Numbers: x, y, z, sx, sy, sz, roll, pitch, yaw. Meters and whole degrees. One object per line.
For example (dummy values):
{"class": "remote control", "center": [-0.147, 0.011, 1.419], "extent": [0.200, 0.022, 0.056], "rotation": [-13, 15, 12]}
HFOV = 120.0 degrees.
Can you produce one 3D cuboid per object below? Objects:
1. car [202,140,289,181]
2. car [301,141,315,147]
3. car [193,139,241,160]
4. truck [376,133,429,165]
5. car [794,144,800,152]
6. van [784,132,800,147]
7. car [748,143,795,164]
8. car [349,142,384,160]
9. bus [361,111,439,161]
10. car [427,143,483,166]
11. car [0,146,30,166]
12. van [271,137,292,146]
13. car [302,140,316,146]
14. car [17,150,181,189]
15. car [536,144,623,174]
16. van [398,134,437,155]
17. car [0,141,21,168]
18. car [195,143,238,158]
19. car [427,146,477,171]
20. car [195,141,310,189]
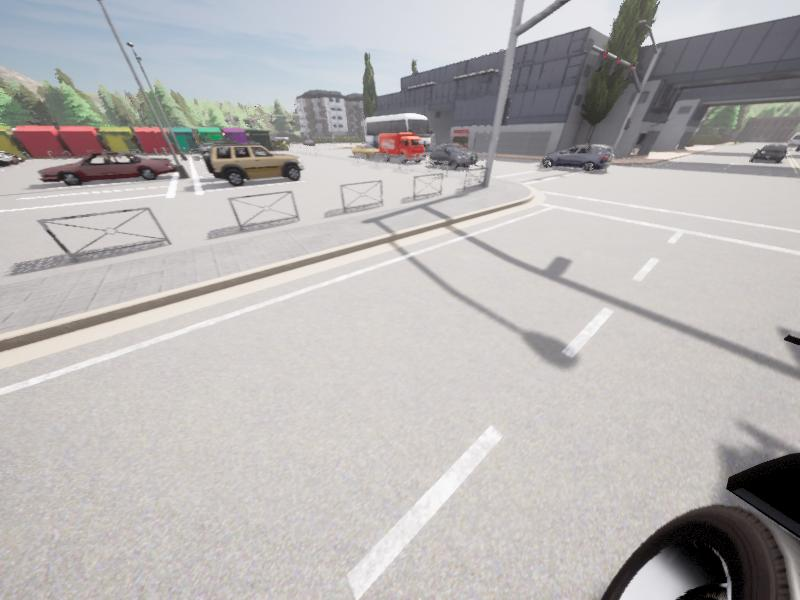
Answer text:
{"class": "car", "center": [-9.392, -8.712, 14.312], "extent": [3.866, 1.878, 1.905], "rotation": [-24, 42, -30]}
{"class": "car", "center": [-24.240, -41.315, 61.046], "extent": [1.895, 1.301, 4.718], "rotation": [-23, 41, -28]}
{"class": "car", "center": [-21.305, -17.711, 27.048], "extent": [3.866, 1.878, 1.905], "rotation": [-24, 42, -30]}
{"class": "truck", "center": [0.158, -15.341, 23.340], "extent": [2.627, 2.467, 5.204], "rotation": [-23, 41, -29]}
{"class": "car", "center": [63.875, -23.927, 36.009], "extent": [4.181, 1.385, 1.994], "rotation": [-24, 42, -30]}
{"class": "van", "center": [87.144, -35.131, 50.608], "extent": [5.915, 2.561, 1.988], "rotation": [-24, 42, -30]}
{"class": "car", "center": [36.198, -14.337, 22.561], "extent": [4.892, 1.490, 1.837], "rotation": [-24, 42, -29]}
{"class": "car", "center": [-4.205, -18.462, 28.526], "extent": [1.801, 1.575, 5.366], "rotation": [-23, 41, -28]}
{"class": "bus", "center": [-0.433, -20.115, 28.526], "extent": [3.944, 4.253, 10.273], "rotation": [-23, 41, -28]}
{"class": "car", "center": [5.255, -14.398, 22.716], "extent": [2.152, 1.651, 5.027], "rotation": [-24, 42, -30]}
{"class": "car", "center": [-36.937, -12.702, 20.446], "extent": [3.905, 1.438, 1.784], "rotation": [-24, 42, -30]}
{"class": "van", "center": [-33.924, -45.478, 66.333], "extent": [4.480, 2.038, 2.069], "rotation": [5, 36, 7]}
{"class": "car", "center": [-27.313, -47.282, 69.374], "extent": [2.033, 1.411, 5.357], "rotation": [-23, 41, -28]}
{"class": "car", "center": [-16.161, -7.497, 13.043], "extent": [5.357, 1.415, 2.033], "rotation": [-24, 42, -30]}
{"class": "car", "center": [13.834, -11.194, 18.113], "extent": [2.242, 1.667, 4.611], "rotation": [-24, 42, -29]}
{"class": "van", "center": [2.509, -23.834, 35.318], "extent": [2.351, 2.431, 6.366], "rotation": [-23, 41, -28]}
{"class": "car", "center": [-35.234, -11.521, 18.410], "extent": [4.605, 1.855, 1.932], "rotation": [-24, 42, -30]}
{"class": "car", "center": [-23.049, -18.850, 29.073], "extent": [3.806, 1.475, 1.970], "rotation": [-24, 42, -30]}
{"class": "car", "center": [4.192, -11.800, 19.145], "extent": [1.845, 1.501, 3.633], "rotation": [-23, 41, -29]}
{"class": "car", "center": [-7.682, -7.366, 12.403], "extent": [4.605, 1.855, 1.932], "rotation": [-24, 42, -30]}
